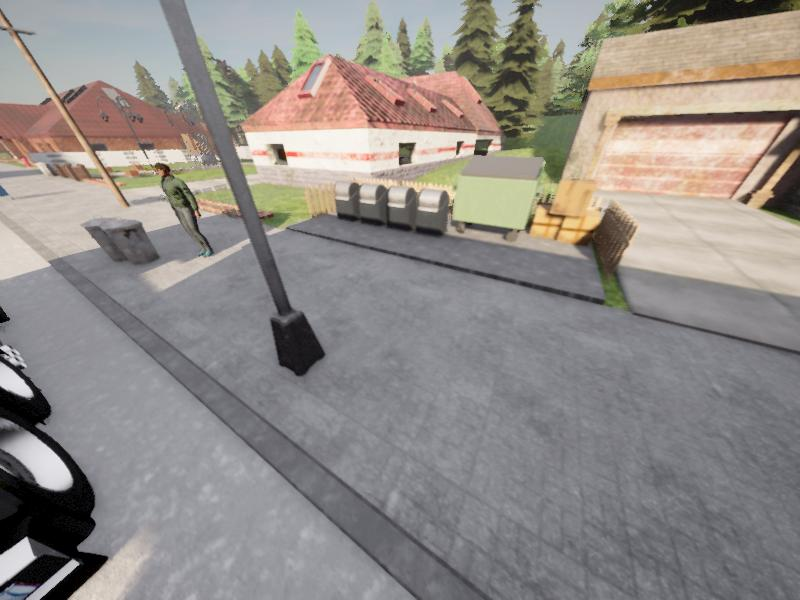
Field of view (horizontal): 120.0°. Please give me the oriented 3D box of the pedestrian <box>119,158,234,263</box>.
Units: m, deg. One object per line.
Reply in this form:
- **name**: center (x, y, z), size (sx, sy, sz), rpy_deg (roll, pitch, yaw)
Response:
- **pedestrian**: center (-4.450, -1.811, 4.781), size (0.751, 1.860, 0.751), rpy_deg (9, 36, 13)

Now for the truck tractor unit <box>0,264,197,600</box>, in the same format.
- **truck tractor unit**: center (-5.110, -0.302, 0.778), size (6.516, 4.208, 3.053), rpy_deg (18, 39, 24)
